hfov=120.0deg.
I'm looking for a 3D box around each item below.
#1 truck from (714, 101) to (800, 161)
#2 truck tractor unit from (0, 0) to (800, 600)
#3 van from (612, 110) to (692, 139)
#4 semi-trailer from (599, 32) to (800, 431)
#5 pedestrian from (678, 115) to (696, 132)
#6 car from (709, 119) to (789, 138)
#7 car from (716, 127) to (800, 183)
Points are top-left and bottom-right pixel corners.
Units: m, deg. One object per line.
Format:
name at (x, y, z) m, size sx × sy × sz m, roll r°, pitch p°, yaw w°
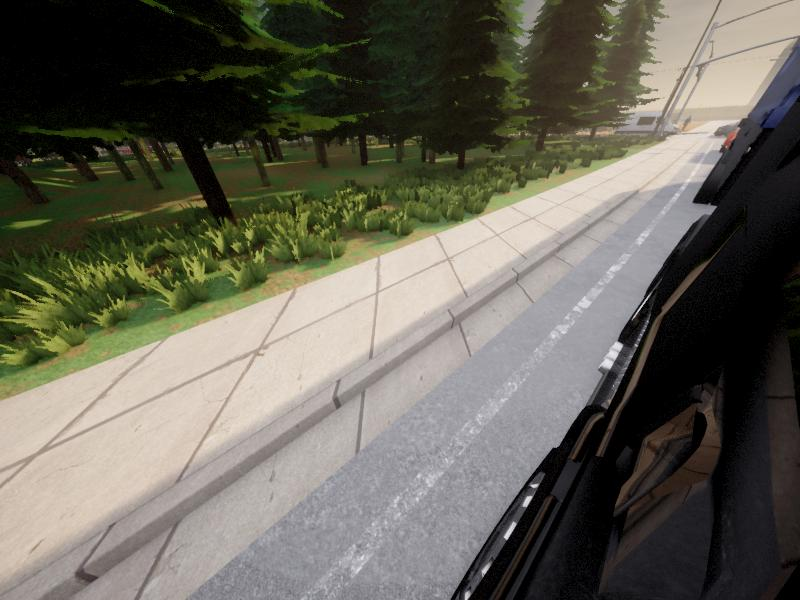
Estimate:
truck at (21.380, -9.911, 13.485) m, size 5.204 × 2.467 × 2.627 m, roll -30°, pitch 44°, yaw -31°
truck tractor unit at (2.645, -0.295, 0.351) m, size 6.516 × 4.208 × 3.053 m, roll -28°, pitch 44°, yaw -30°
van at (30.509, -21.444, 28.316) m, size 1.988 × 2.561 × 5.915 m, roll -29°, pitch 45°, yaw -30°
semi-trailer at (8.645, -3.642, 4.278) m, size 14.254 × 4.402 × 2.717 m, roll -29°, pitch 44°, yaw -30°
pedestrian at (40.194, -24.764, 32.389) m, size 0.751 × 1.860 × 0.751 m, roll 17°, pitch 41°, yaw 24°
car at (36.944, -18.303, 24.676) m, size 4.181 × 1.385 × 1.994 m, roll 11°, pitch 39°, yaw 18°
car at (15.882, -6.351, 9.892) m, size 4.902 × 1.511 × 2.128 m, roll -29°, pitch 44°, yaw -30°
